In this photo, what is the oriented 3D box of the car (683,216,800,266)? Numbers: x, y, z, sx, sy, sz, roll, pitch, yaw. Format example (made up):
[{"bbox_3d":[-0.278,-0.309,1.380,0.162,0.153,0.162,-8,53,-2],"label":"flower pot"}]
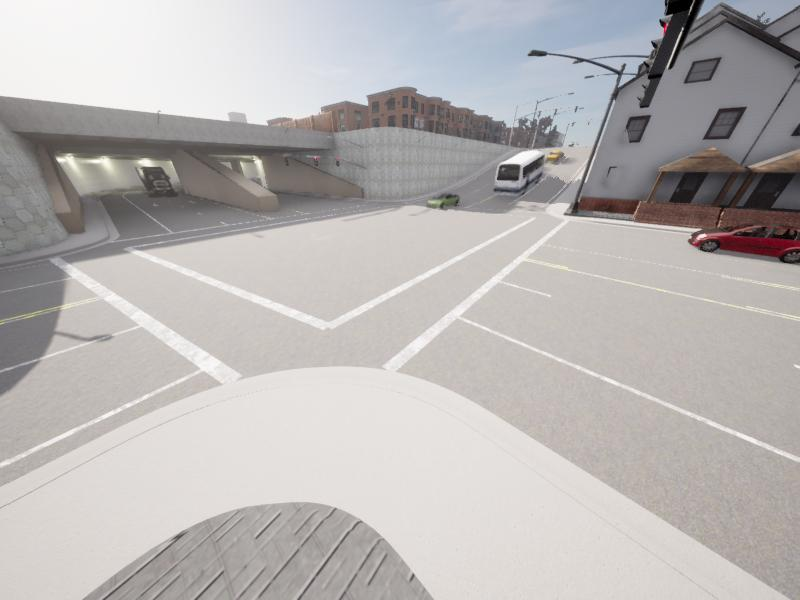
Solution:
[{"bbox_3d":[18.599,-3.250,12.332,3.988,1.617,1.851,24,38,35],"label":"car"}]

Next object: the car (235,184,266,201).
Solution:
[{"bbox_3d":[-22.233,-16.072,34.277,4.605,1.855,1.932,23,37,33],"label":"car"}]

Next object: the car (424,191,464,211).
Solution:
[{"bbox_3d":[5.142,-11.550,26.810,4.514,1.525,2.007,-25,39,-36],"label":"car"}]

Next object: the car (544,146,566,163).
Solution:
[{"bbox_3d":[28.326,-26.517,42.127,1.801,1.575,5.366,24,50,34],"label":"car"}]

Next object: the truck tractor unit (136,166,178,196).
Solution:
[{"bbox_3d":[-41.484,-20.439,39.484,6.516,4.208,3.053,24,37,35],"label":"truck tractor unit"}]

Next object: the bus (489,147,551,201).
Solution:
[{"bbox_3d":[16.692,-17.689,32.065,3.944,4.253,10.273,24,49,35],"label":"bus"}]

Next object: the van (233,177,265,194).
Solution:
[{"bbox_3d":[-27.352,-20.747,41.818,6.366,2.431,2.351,23,37,34],"label":"van"}]

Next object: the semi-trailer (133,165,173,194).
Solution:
[{"bbox_3d":[-47.335,-23.182,44.047,14.254,4.402,2.717,25,38,36],"label":"semi-trailer"}]

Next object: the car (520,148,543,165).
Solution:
[{"bbox_3d":[24.703,-26.901,43.332,2.152,1.651,5.027,24,51,34],"label":"car"}]
